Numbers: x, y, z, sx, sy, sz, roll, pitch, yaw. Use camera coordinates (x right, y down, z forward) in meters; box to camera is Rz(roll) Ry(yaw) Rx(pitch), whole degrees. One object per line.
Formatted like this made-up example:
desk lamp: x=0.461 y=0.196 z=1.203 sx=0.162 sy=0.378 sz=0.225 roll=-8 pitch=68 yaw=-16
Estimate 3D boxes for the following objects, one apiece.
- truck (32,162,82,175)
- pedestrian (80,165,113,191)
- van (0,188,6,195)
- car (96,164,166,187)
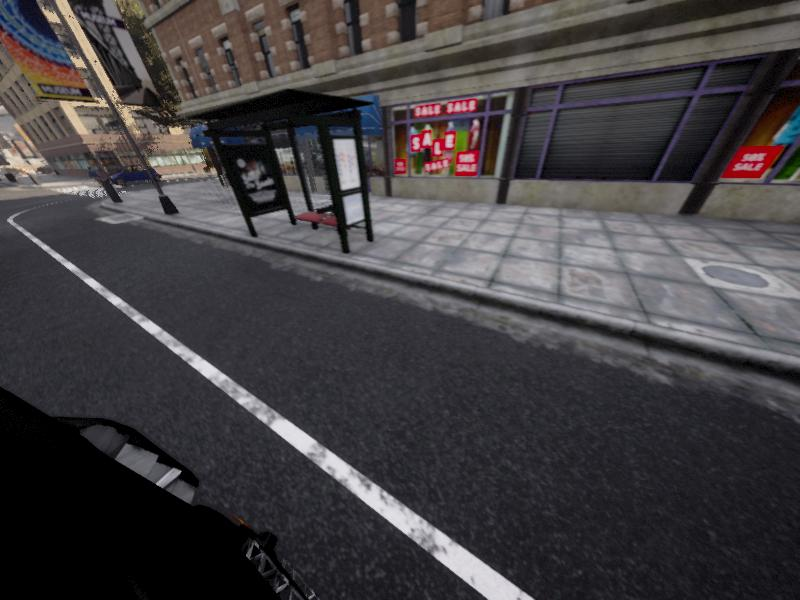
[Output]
truck: x=-81.464 y=-31.425 z=55.022 sx=2.390 sy=2.098 sz=6.274 roll=16 pitch=38 yaw=26
pedestrian: x=-25.015 y=-10.049 z=19.066 sx=0.751 sy=1.860 sz=0.751 roll=13 pitch=37 yaw=23
van: x=-37.177 y=-9.624 z=19.225 sx=4.480 sy=2.038 sz=2.069 roll=1 pitch=34 yaw=6
car: x=-27.010 y=-12.646 z=23.361 sx=1.851 sy=1.617 sz=3.988 roll=18 pitch=39 yaw=28
